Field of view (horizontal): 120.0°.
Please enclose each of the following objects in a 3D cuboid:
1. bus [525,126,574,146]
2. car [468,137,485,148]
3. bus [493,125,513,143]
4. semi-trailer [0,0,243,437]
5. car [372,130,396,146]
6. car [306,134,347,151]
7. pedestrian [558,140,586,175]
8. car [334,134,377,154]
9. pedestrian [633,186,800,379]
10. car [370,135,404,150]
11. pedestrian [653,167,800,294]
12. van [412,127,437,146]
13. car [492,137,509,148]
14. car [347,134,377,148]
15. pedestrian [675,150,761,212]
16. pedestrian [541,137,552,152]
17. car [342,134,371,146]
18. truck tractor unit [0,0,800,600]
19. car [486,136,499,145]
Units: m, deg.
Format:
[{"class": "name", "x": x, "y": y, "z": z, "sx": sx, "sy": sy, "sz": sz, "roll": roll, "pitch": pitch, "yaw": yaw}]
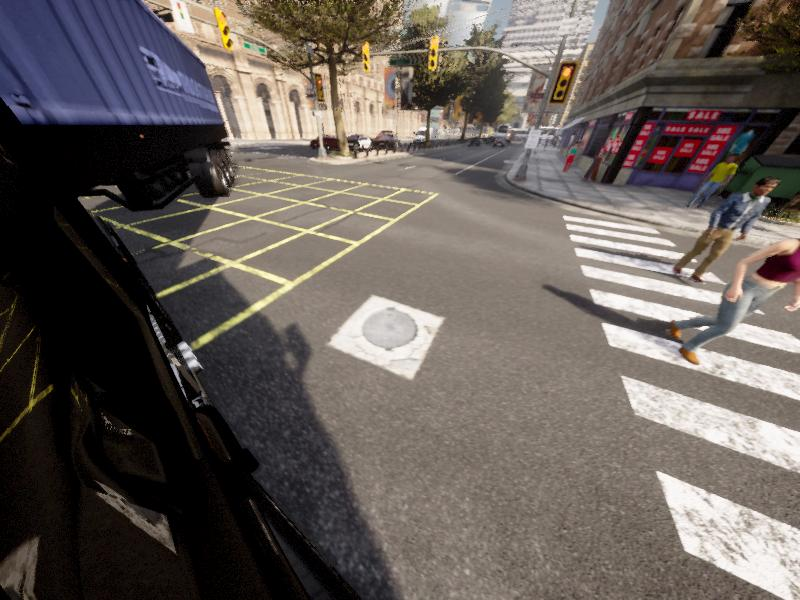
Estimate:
[{"class": "bus", "x": 42.270, "y": -46.709, "z": 65.792, "sx": 10.273, "sy": 4.253, "sz": 3.944, "roll": 27, "pitch": 43, "yaw": 29}, {"class": "car", "x": 13.824, "y": -28.329, "z": 41.497, "sx": 1.837, "sy": 1.490, "sz": 4.892, "roll": 17, "pitch": 39, "yaw": 19}, {"class": "bus", "x": 32.549, "y": -52.451, "z": 72.901, "sx": 3.944, "sy": 4.253, "sz": 10.273, "roll": 17, "pitch": 39, "yaw": 19}, {"class": "semi-trailer", "x": -6.646, "y": -4.475, "z": 5.552, "sx": 2.717, "sy": 4.402, "sz": 14.254, "roll": -14, "pitch": 40, "yaw": -21}, {"class": "car", "x": -2.400, "y": -24.595, "z": 35.075, "sx": 1.905, "sy": 1.878, "sz": 3.866, "roll": 17, "pitch": 39, "yaw": 19}, {"class": "car", "x": -8.015, "y": -17.527, "z": 25.626, "sx": 1.994, "sy": 1.385, "sz": 4.181, "roll": 17, "pitch": 39, "yaw": 19}, {"class": "pedestrian", "x": 11.240, "y": -9.349, "z": 15.148, "sx": 0.751, "sy": 1.860, "sz": 0.751, "roll": 19, "pitch": 40, "yaw": 21}, {"class": "car", "x": -4.623, "y": -16.894, "z": 24.857, "sx": 2.038, "sy": 1.542, "sz": 4.974, "roll": 17, "pitch": 39, "yaw": 19}, {"class": "pedestrian", "x": 3.717, "y": -0.083, "z": 2.429, "sx": 0.751, "sy": 1.860, "sz": 0.751, "roll": 4, "pitch": 37, "yaw": 1}, {"class": "car", "x": -1.557, "y": -20.579, "z": 30.137, "sx": 2.033, "sy": 1.411, "sz": 5.357, "roll": 17, "pitch": 39, "yaw": 19}, {"class": "pedestrian", "x": 5.636, "y": -1.163, "z": 4.009, "sx": 0.751, "sy": 1.860, "sz": 0.751, "roll": 18, "pitch": 39, "yaw": 20}, {"class": "van", "x": 4.300, "y": -28.179, "z": 39.798, "sx": 1.988, "sy": 2.561, "sz": 5.915, "roll": 17, "pitch": 39, "yaw": 19}, {"class": "car", "x": 19.432, "y": -30.345, "z": 44.548, "sx": 2.038, "sy": 1.542, "sz": 4.974, "roll": 17, "pitch": 39, "yaw": 19}, {"class": "car", "x": -4.970, "y": -21.241, "z": 30.829, "sx": 1.994, "sy": 1.385, "sz": 4.181, "roll": 18, "pitch": 39, "yaw": 20}, {"class": "pedestrian", "x": 11.149, "y": -4.194, "z": 8.196, "sx": 0.751, "sy": 1.860, "sz": 0.751, "roll": -10, "pitch": 38, "yaw": -17}, {"class": "pedestrian", "x": 22.145, "y": -23.440, "z": 34.846, "sx": 0.751, "sy": 1.860, "sz": 0.751, "roll": 16, "pitch": 39, "yaw": 17}, {"class": "car", "x": -6.348, "y": -24.052, "z": 34.579, "sx": 1.895, "sy": 1.301, "sz": 4.718, "roll": 17, "pitch": 39, "yaw": 19}, {"class": "truck tractor unit", "x": -2.645, "y": -0.295, "z": 0.351, "sx": 6.516, "sy": 4.208, "sz": 3.053, "roll": 28, "pitch": 44, "yaw": 30}, {"class": "car", "x": 22.805, "y": -39.368, "z": 56.844, "sx": 2.033, "sy": 1.649, "sz": 4.856, "roll": 17, "pitch": 39, "yaw": 19}]
